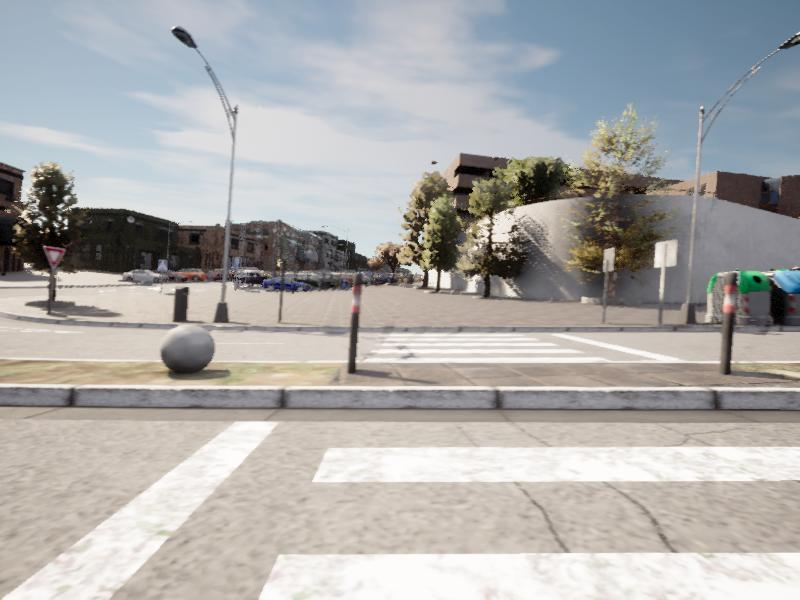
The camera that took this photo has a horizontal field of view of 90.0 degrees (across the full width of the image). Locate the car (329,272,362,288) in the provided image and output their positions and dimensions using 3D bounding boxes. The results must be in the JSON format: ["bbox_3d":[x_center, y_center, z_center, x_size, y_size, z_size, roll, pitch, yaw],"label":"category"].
[{"bbox_3d":[-7.761,-2.834,57.312,4.442,1.987,1.878,3,5,-4],"label":"car"}]

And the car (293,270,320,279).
[{"bbox_3d":[-19.250,-5.234,82.522,5.008,1.535,2.097,2,5,-5],"label":"car"}]

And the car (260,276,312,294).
[{"bbox_3d":[-12.136,-1.665,42.961,5.008,1.535,2.097,3,5,-4],"label":"car"}]

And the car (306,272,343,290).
[{"bbox_3d":[-9.688,-2.465,51.538,4.442,1.987,1.878,3,5,-4],"label":"car"}]

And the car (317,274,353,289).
[{"bbox_3d":[-8.760,-2.552,54.433,4.553,1.767,2.185,3,5,-4],"label":"car"}]

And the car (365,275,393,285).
[{"bbox_3d":[-3.765,-3.578,71.759,4.892,1.521,2.231,3,5,-5],"label":"car"}]

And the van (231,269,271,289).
[{"bbox_3d":[-17.280,-2.485,46.593,2.069,2.038,4.480,4,5,15],"label":"van"}]

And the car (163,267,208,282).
[{"bbox_3d":[-27.432,-3.252,51.299,4.553,1.767,2.185,2,5,-6],"label":"car"}]

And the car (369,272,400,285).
[{"bbox_3d":[-2.930,-4.023,74.633,5.566,2.045,2.435,3,5,-5],"label":"car"}]

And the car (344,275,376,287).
[{"bbox_3d":[-6.207,-2.997,63.075,4.892,1.521,2.231,3,5,-4],"label":"car"}]

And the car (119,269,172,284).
[{"bbox_3d":[-28.943,-2.702,45.613,4.674,1.452,2.002,2,4,-6],"label":"car"}]

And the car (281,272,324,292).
[{"bbox_3d":[-11.153,-2.072,45.821,4.442,1.987,1.878,3,5,-4],"label":"car"}]

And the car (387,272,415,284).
[{"bbox_3d":[0.175,-4.785,86.180,5.566,2.045,2.435,3,4,-5],"label":"car"}]

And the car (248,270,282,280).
[{"bbox_3d":[-23.024,-4.282,68.370,5.008,1.535,2.097,2,4,-5],"label":"car"}]

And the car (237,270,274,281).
[{"bbox_3d":[-23.576,-4.088,65.552,5.366,1.575,1.946,2,4,-5],"label":"car"}]

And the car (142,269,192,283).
[{"bbox_3d":[-28.177,-2.905,48.467,4.792,1.488,2.163,2,4,-6],"label":"car"}]

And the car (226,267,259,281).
[{"bbox_3d":[-24.614,-4.127,62.670,4.442,1.987,1.878,2,5,-5],"label":"car"}]

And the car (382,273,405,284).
[{"bbox_3d":[-1.292,-4.381,80.418,4.442,1.987,1.878,3,4,-5],"label":"car"}]

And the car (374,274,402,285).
[{"bbox_3d":[-2.381,-3.982,77.518,5.366,1.575,1.946,3,5,-5],"label":"car"}]

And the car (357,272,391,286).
[{"bbox_3d":[-4.525,-3.633,68.843,5.566,2.045,2.435,3,5,-5],"label":"car"}]

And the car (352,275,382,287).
[{"bbox_3d":[-5.363,-3.160,65.971,4.792,1.488,2.163,3,5,-4],"label":"car"}]

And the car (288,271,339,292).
[{"bbox_3d":[-10.448,-2.295,48.671,5.566,2.045,2.435,3,5,-4],"label":"car"}]

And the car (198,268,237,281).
[{"bbox_3d":[-25.953,-3.638,56.998,4.553,1.767,2.185,2,5,-6],"label":"car"}]

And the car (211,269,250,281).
[{"bbox_3d":[-25.254,-3.707,59.860,5.008,1.535,2.097,2,4,-6],"label":"car"}]

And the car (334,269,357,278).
[{"bbox_3d":[-13.923,-6.685,102.292,5.566,2.045,2.435,2,4,-5],"label":"car"}]

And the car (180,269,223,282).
[{"bbox_3d":[-26.759,-3.292,54.157,4.792,1.488,2.163,2,5,-6],"label":"car"}]

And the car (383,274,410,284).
[{"bbox_3d":[-0.830,-4.366,83.294,5.366,1.575,1.946,3,5,-5],"label":"car"}]

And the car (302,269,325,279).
[{"bbox_3d":[-18.462,-5.546,85.341,4.553,1.767,2.185,2,5,-5],"label":"car"}]
